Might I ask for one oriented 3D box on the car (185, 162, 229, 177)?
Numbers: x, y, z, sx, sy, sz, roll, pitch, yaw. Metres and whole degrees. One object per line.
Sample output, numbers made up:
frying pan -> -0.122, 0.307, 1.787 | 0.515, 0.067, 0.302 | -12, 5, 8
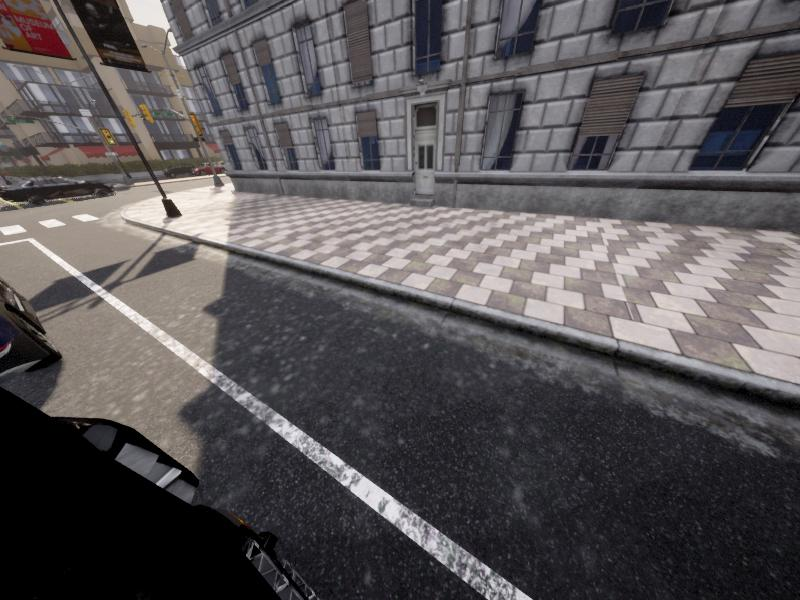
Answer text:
car -> -25.914, -17.648, 31.195 | 1.970, 1.475, 3.806 | 16, 38, 26

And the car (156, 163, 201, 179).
car -> -29.909, -17.581, 31.333 | 1.789, 1.549, 3.705 | 16, 38, 26

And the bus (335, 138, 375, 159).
bus -> -11.869, -39.274, 60.159 | 10.273, 4.253, 3.944 | 23, 41, 33

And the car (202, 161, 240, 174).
car -> -27.190, -20.247, 35.207 | 1.970, 1.475, 3.806 | 16, 38, 26

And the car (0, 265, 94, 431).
car -> -6.308, 0.211, 2.645 | 4.856, 1.649, 2.033 | 16, 38, 26

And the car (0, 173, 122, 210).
car -> -23.246, -7.606, 15.835 | 2.128, 1.511, 4.902 | 16, 38, 26
